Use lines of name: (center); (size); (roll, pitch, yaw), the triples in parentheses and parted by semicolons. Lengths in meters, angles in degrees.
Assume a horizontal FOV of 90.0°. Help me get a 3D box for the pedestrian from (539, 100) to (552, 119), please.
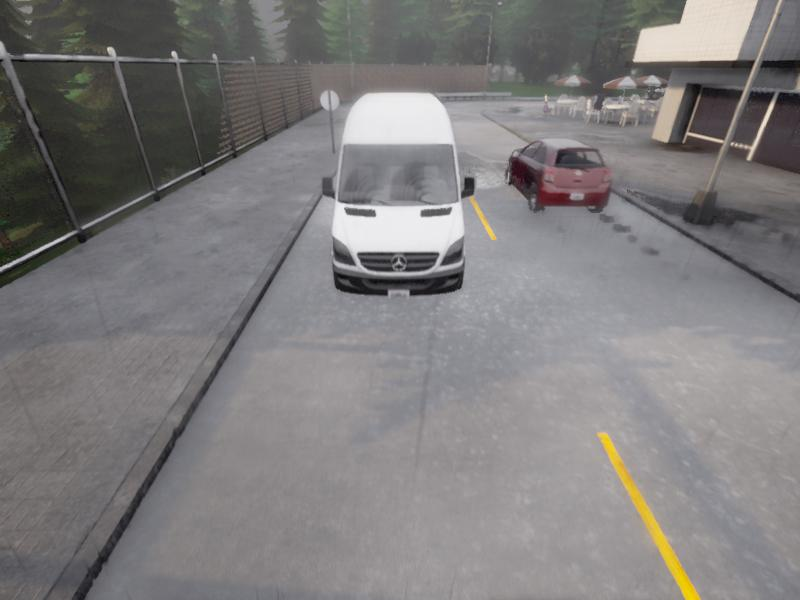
pedestrian: (9.351, -12.249, 25.714); (0.500, 1.100, 0.500); (1, 30, 1)

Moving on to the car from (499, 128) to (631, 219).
car: (3.976, -3.443, 10.433); (1.845, 1.501, 3.633); (0, 30, 0)

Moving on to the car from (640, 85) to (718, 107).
car: (24.879, -18.331, 35.870); (5.238, 1.638, 1.930); (0, 30, 0)

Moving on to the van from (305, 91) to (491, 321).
van: (-0.030, -2.306, 7.477); (1.988, 2.561, 5.915); (0, 30, 0)
